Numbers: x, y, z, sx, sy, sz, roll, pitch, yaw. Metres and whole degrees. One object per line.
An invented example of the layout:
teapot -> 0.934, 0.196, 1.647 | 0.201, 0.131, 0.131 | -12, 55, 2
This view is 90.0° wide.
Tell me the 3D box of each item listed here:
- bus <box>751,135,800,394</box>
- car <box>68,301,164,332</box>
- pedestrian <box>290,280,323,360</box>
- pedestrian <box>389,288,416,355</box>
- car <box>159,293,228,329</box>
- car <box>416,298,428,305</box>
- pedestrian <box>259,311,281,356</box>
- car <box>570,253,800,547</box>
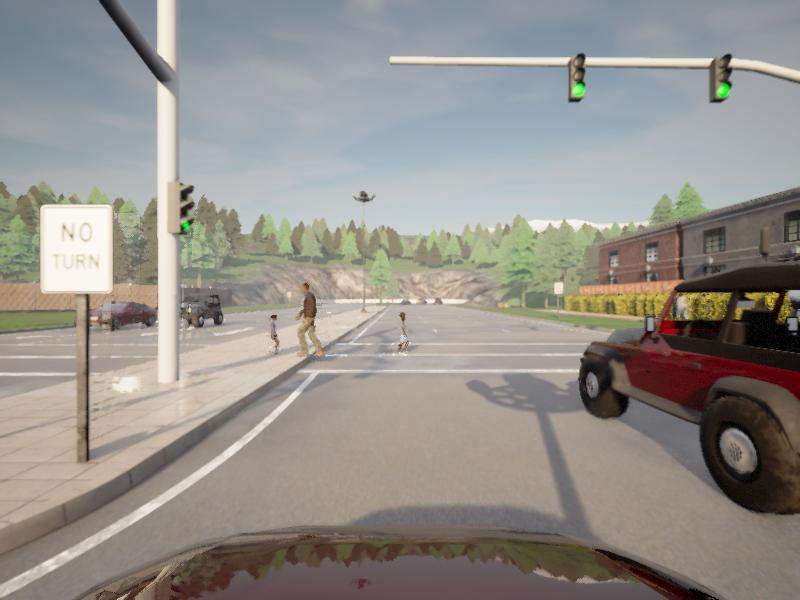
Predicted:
bus -> 11.311, -0.543, 4.516 | 10.273, 4.253, 3.944 | 0, 1, 16
car -> -15.000, 0.799, 21.513 | 1.812, 1.442, 4.674 | 0, 0, 0
pedestrian -> -2.258, 0.454, 9.725 | 0.751, 1.860, 0.751 | 0, 0, -12
pedestrian -> 0.065, 0.599, 11.537 | 0.751, 1.860, 0.751 | 0, 0, 0
car -> -11.500, 0.572, 22.599 | 1.905, 1.878, 3.866 | 0, 0, 0
car -> 5.408, 0.331, 98.287 | 1.932, 1.855, 4.605 | 0, 0, 16
pedestrian -> -3.296, 0.831, 10.177 | 0.500, 1.100, 0.500 | 0, 0, -15
car -> 3.501, 0.632, 4.066 | 1.905, 1.878, 3.866 | 0, 0, 0
